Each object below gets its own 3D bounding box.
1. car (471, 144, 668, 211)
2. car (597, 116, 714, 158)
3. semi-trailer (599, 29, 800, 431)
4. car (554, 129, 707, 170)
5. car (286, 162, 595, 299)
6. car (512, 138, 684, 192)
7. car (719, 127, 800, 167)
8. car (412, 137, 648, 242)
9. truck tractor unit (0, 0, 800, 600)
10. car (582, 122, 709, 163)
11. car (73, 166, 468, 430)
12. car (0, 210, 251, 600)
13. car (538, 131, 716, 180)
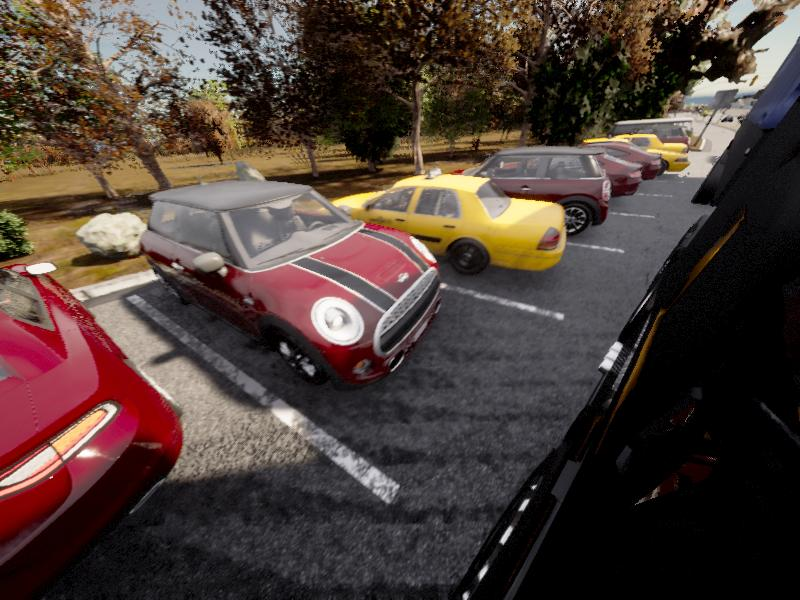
[{"bbox_3d":[5.094,-4.232,7.796,4.674,1.452,2.002,16,41,25],"label":"car"},{"bbox_3d":[16.259,-10.644,15.198,4.442,1.987,1.878,15,40,24],"label":"car"},{"bbox_3d":[8.632,-3.652,4.288,14.254,4.402,2.717,-29,44,-30],"label":"semi-trailer"},{"bbox_3d":[11.607,-8.025,12.379,5.366,1.575,1.946,16,40,24],"label":"car"},{"bbox_3d":[0.416,-1.879,4.887,5.366,1.575,1.946,17,41,26],"label":"car"},{"bbox_3d":[7.331,-5.462,9.296,4.674,1.452,2.002,16,41,25],"label":"car"},{"bbox_3d":[18.877,-8.133,12.153,4.181,1.385,1.994,-30,44,-32],"label":"car"},{"bbox_3d":[2.859,-3.136,6.198,4.553,1.767,2.185,17,41,25],"label":"car"},{"bbox_3d":[2.645,-0.295,0.352,6.516,4.208,3.053,-28,44,-30],"label":"truck tractor unit"},{"bbox_3d":[13.997,-9.322,13.746,4.553,1.767,2.185,16,40,24],"label":"car"},{"bbox_3d":[-1.726,-0.735,3.288,4.553,1.767,2.185,17,41,26],"label":"car"},{"bbox_3d":[-3.975,0.579,1.885,5.008,1.535,2.097,17,41,26],"label":"car"},{"bbox_3d":[9.718,-6.693,10.709,5.366,1.575,1.946,16,40,25],"label":"car"}]
